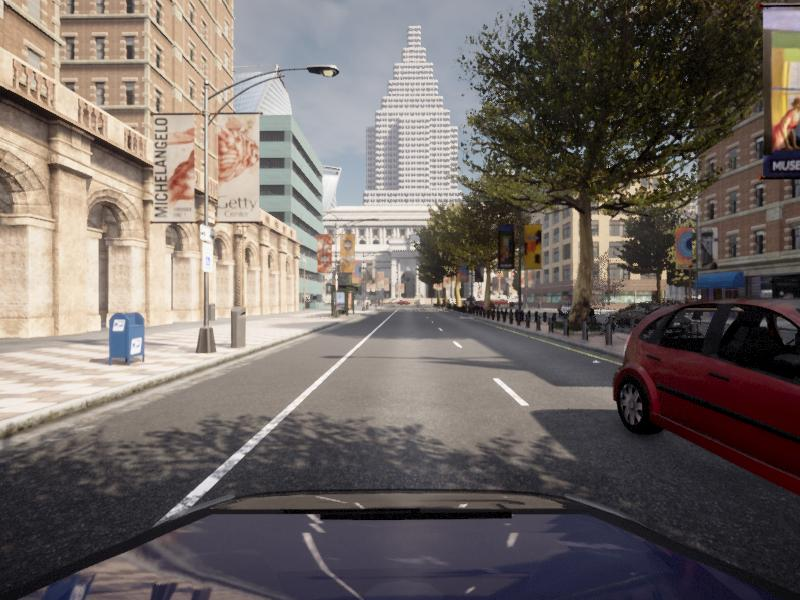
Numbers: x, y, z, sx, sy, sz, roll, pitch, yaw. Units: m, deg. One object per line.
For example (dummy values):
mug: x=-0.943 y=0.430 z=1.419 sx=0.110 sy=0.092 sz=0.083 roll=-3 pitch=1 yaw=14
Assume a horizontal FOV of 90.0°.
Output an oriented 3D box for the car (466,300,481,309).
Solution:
car: x=12.915 y=0.823 z=70.753 sx=1.882 sy=1.535 sz=5.008 roll=0 pitch=0 yaw=1

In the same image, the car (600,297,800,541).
car: x=3.587 y=0.788 z=3.390 sx=1.851 sy=1.617 sz=3.988 roll=0 pitch=0 yaw=1

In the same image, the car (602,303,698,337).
car: x=11.925 y=0.870 z=19.503 sx=1.812 sy=1.442 sz=4.674 roll=0 pitch=0 yaw=1

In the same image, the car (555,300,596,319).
car: x=15.977 y=0.829 z=36.657 sx=2.038 sy=1.542 sz=4.974 roll=0 pitch=0 yaw=6
